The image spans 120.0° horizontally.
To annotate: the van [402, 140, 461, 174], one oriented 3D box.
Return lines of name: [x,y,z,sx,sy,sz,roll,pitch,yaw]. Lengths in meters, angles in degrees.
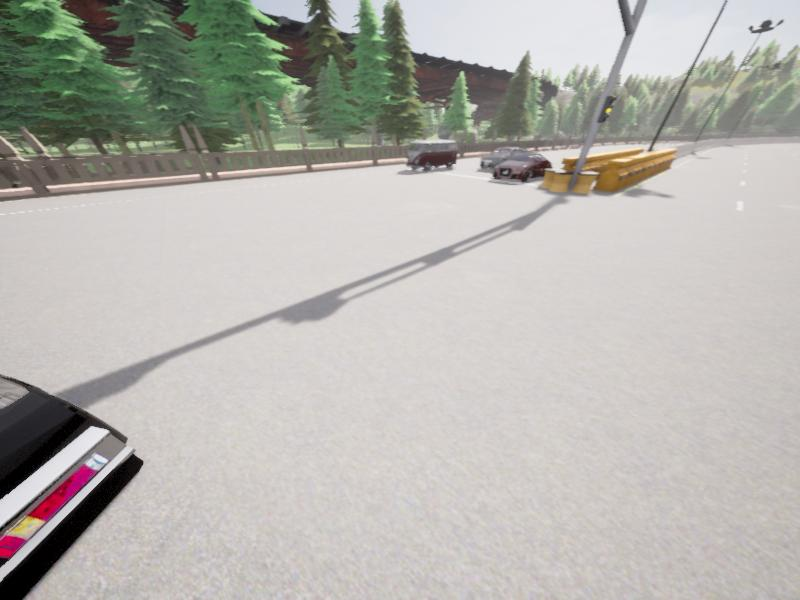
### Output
van: [2.417,-11.155,17.865,4.442,1.987,1.775,-26,42,-31]

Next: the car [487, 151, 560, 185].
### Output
car: [7.487,-8.109,14.023,4.181,1.385,1.994,-26,42,-31]

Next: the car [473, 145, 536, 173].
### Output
car: [8.257,-11.159,18.179,4.902,1.511,2.128,-26,42,-31]

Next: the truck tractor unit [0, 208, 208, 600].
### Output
truck tractor unit: [-5.352,0.094,0.235,6.516,4.208,3.053,5,36,7]
